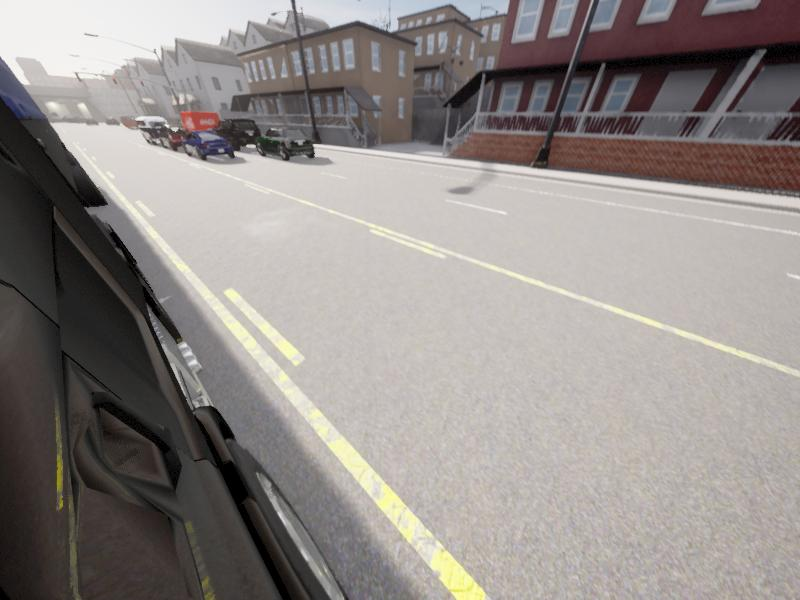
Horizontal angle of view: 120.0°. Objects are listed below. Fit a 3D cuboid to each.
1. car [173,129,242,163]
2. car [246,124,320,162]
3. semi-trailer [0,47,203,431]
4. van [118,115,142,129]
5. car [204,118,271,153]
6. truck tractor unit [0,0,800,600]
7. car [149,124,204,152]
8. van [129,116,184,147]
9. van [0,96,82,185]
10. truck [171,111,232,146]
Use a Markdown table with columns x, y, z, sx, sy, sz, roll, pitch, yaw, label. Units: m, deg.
| x | y | z | sx | sy | sz | roll | pitch | yaw | label |
| --- | --- | --- | --- | --- | --- | --- | --- | --- | --- |
| -12.416 | -9.995 | 14.837 | 4.674 | 1.442 | 1.812 | 28 | 45 | 30 | car |
| -7.744 | -10.485 | 15.282 | 4.553 | 1.767 | 2.097 | 28 | 45 | 30 | car |
| -8.713 | -3.555 | 4.267 | 14.254 | 4.402 | 2.717 | 28 | 45 | 30 | semi-trailer |
| -51.025 | -33.564 | 43.608 | 4.442 | 1.987 | 1.775 | 28 | 45 | 30 | van |
| -13.283 | -13.510 | 18.814 | 5.566 | 2.045 | 2.150 | 28 | 46 | 30 | car |
| -2.645 | -0.295 | 0.352 | 6.516 | 4.208 | 3.053 | 28 | 43 | 30 | truck tractor unit |
| -17.653 | -12.851 | 18.231 | 3.988 | 1.617 | 1.851 | 28 | 45 | 30 | car |
| -22.344 | -15.514 | 21.173 | 4.480 | 2.038 | 2.069 | 28 | 45 | 30 | van |
| -16.311 | -6.884 | 9.876 | 5.915 | 2.561 | 1.988 | 27 | 45 | 31 | van |
| -19.357 | -16.823 | 22.562 | 5.204 | 2.467 | 2.627 | 29 | 46 | 31 | truck |
